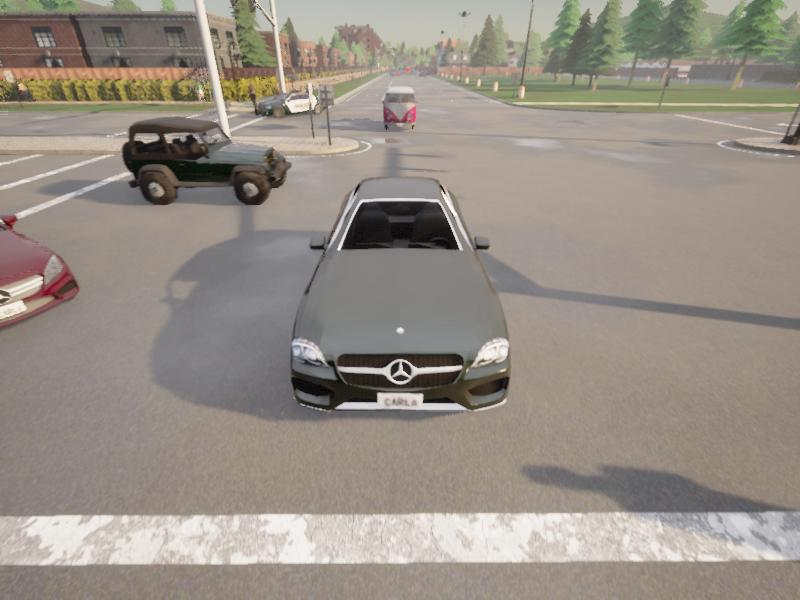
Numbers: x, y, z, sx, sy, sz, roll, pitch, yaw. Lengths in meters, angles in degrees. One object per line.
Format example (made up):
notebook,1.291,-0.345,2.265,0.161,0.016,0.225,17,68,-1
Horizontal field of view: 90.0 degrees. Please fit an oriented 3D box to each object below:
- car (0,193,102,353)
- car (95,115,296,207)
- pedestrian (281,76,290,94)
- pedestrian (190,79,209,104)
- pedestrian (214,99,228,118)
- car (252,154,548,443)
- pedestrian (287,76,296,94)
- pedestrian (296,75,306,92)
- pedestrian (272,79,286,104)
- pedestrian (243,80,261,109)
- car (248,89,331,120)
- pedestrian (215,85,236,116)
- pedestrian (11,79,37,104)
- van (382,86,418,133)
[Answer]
car,-6.770,-0.683,5.725,4.674,1.442,1.812,16,33,25
car,-4.945,-3.623,10.302,3.866,1.878,1.905,0,30,0
pedestrian,-13.313,-25.115,46.679,0.751,1.860,0.751,-7,31,-12
pedestrian,-17.071,-17.743,34.094,0.751,1.860,0.751,1,30,1
pedestrian,-11.893,-12.710,26.553,0.500,1.100,0.500,0,30,0
car,0.000,-0.649,5.489,2.152,1.651,5.027,0,30,0
pedestrian,-12.628,-24.993,46.471,0.751,1.860,0.751,-10,32,-17
pedestrian,-12.505,-27.379,50.545,0.751,1.860,0.751,1,30,1
pedestrian,-10.299,-17.762,34.125,0.751,1.860,0.751,-4,31,-7
pedestrian,-11.212,-15.611,30.392,0.751,1.860,0.751,0,30,0
car,-7.509,-13.535,27.583,4.974,1.542,2.038,-25,39,-36
pedestrian,-11.888,-13.624,27.363,0.751,1.860,0.751,0,30,0
pedestrian,-32.018,-17.758,34.122,0.751,1.860,0.751,0,30,0
van,-0.012,-10.663,22.223,1.775,1.987,4.442,0,31,0
